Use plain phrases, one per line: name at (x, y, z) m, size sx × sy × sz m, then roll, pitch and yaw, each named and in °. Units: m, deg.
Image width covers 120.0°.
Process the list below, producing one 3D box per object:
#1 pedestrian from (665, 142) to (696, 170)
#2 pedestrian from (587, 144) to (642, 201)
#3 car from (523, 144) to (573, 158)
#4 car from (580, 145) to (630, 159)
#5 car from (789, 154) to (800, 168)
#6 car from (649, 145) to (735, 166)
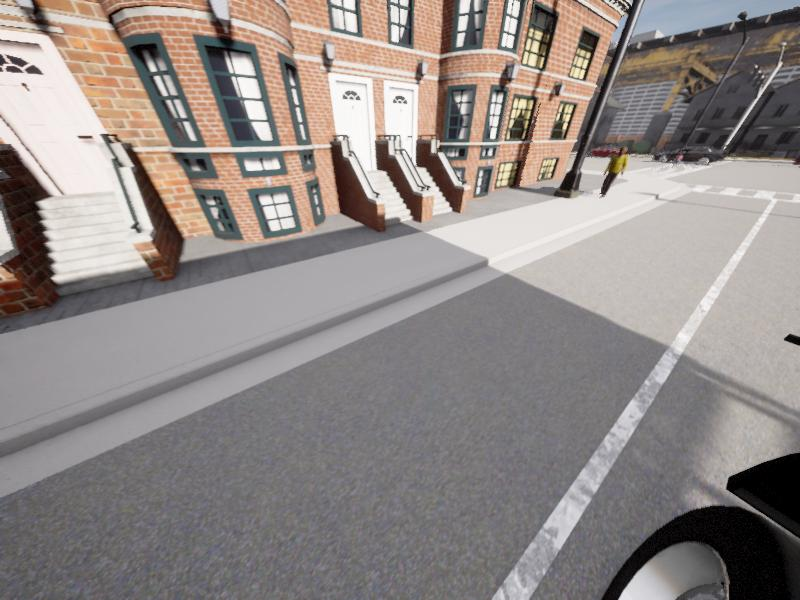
pedestrian at (22.954, -11.815, 18.924) m, size 0.751 × 1.860 × 0.751 m, roll -21°, pitch 40°, yaw -27°
pedestrian at (8.310, -4.957, 9.012) m, size 0.751 × 1.860 × 0.751 m, roll -25°, pitch 42°, yaw -31°
car at (20.531, -20.839, 32.282) m, size 2.033 × 1.411 × 5.357 m, roll -21°, pitch 40°, yaw -27°
car at (26.559, -19.332, 30.092) m, size 1.994 × 1.385 × 4.181 m, roll -21°, pitch 40°, yaw -27°
car at (36.018, -11.497, 18.547) m, size 2.242 × 1.667 × 4.611 m, roll -21°, pitch 40°, yaw -27°
car at (28.390, -14.267, 22.731) m, size 1.837 × 1.490 × 4.892 m, roll -21°, pitch 40°, yaw -27°
